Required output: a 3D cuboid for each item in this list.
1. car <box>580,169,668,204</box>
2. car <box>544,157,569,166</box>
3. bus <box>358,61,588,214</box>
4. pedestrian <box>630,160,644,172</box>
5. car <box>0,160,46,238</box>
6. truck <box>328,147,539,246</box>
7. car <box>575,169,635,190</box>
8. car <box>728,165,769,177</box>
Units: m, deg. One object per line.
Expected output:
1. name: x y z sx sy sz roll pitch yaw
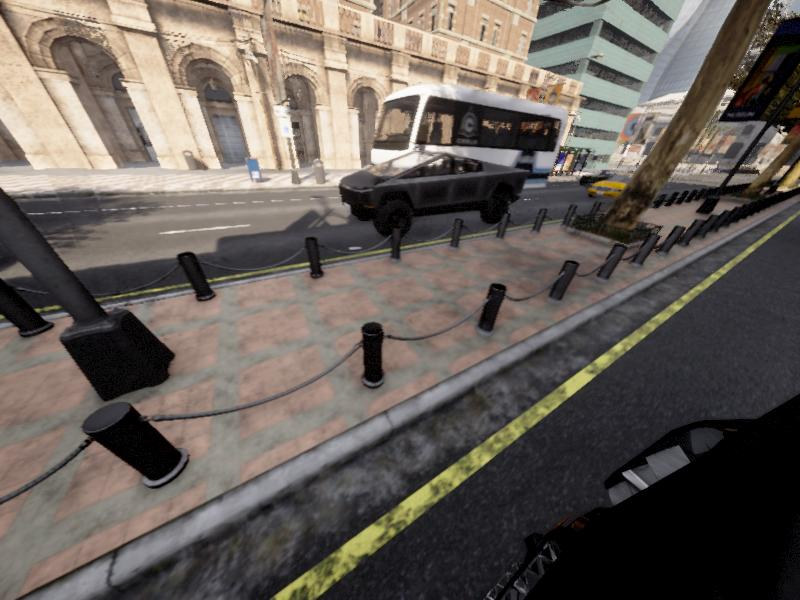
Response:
1. car: 13.759 -7.042 14.183 5.366 1.575 1.801 -16 38 -26
2. car: 34.101 -30.186 50.400 4.902 1.511 2.128 -16 38 -26
3. bus: 3.609 -7.386 11.499 10.273 4.253 3.944 -16 38 -26
4. pedestrian: 41.399 -23.398 40.329 0.751 1.860 0.751 -13 37 -22
5. car: -11.888 -1.912 4.566 4.892 1.490 1.837 -16 38 -26
6. truck: 1.228 -3.673 7.674 6.274 2.098 2.390 -16 38 -26
7. car: 17.170 -10.145 19.362 4.718 1.301 1.895 -16 38 -26
8. car: 79.059 -29.347 52.477 1.932 1.855 4.605 -16 38 -26
